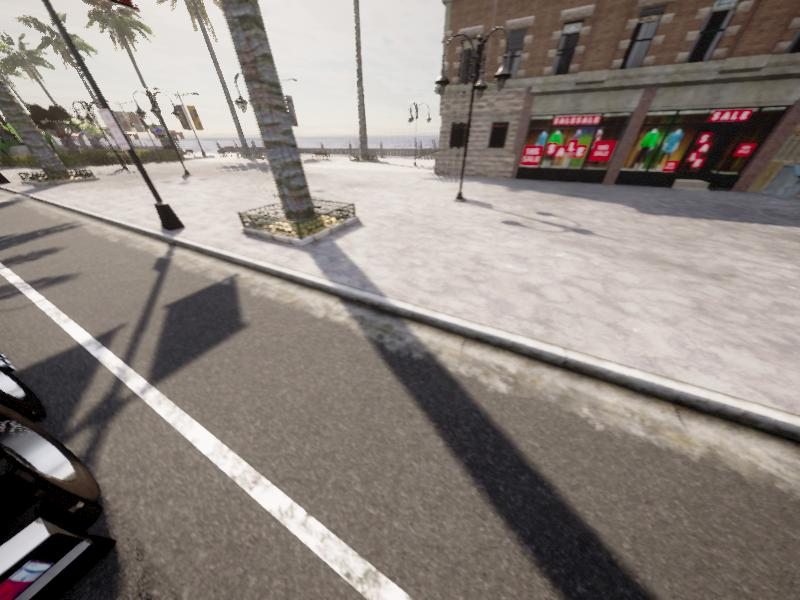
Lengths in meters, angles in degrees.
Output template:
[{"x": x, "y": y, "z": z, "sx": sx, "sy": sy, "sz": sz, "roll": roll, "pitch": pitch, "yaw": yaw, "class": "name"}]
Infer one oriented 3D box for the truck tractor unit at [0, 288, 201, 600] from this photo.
[{"x": -5.155, "y": -0.254, "z": 0.718, "sx": 6.516, "sy": 4.208, "sz": 3.053, "roll": 17, "pitch": 38, "yaw": 22, "class": "truck tractor unit"}]
